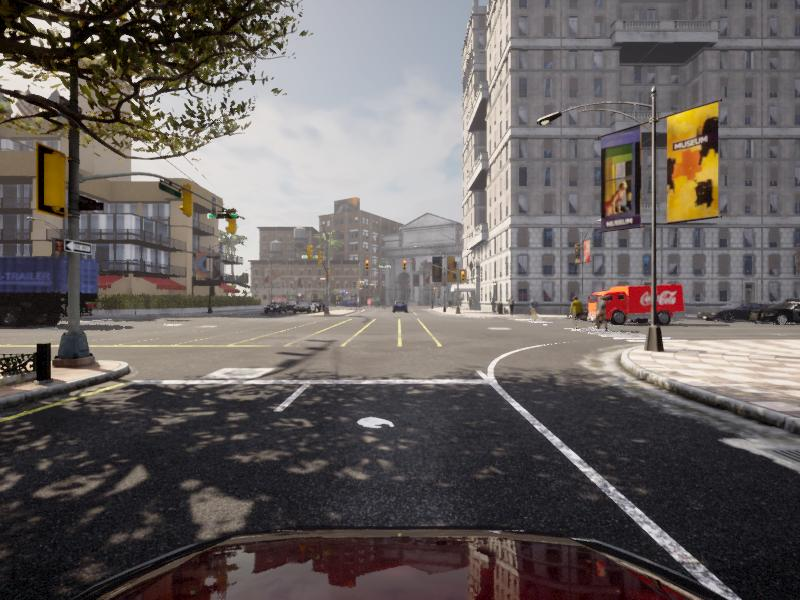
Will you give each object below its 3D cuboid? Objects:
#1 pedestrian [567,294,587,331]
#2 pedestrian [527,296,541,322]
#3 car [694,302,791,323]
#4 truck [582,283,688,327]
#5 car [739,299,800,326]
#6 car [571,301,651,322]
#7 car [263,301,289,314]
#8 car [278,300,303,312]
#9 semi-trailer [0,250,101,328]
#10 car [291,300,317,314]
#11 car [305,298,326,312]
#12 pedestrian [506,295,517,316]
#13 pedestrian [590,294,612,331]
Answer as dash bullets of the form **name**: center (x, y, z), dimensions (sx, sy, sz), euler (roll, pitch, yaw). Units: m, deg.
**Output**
- **pedestrian**: center (9.147, 0.639, 20.719), dimensions (0.751, 1.860, 0.751), euler (0, 0, 3)
- **pedestrian**: center (9.599, 0.637, 28.653), dimensions (0.751, 1.860, 0.751), euler (0, 0, 5)
- **car**: center (24.990, 0.894, 29.328), dimensions (5.357, 1.411, 2.033), euler (0, 0, 0)
- **truck**: center (14.948, 0.324, 25.774), dimensions (5.204, 2.467, 2.627), euler (-2, 0, 0)
- **car**: center (25.306, 0.770, 25.825), dimensions (5.238, 1.638, 1.930), euler (0, 0, 0)
- **car**: center (15.356, 0.844, 29.280), dimensions (4.892, 1.490, 1.837), euler (0, 0, 0)
- **car**: center (-14.984, 0.852, 48.417), dimensions (1.970, 1.475, 3.806), euler (0, 0, 0)
- **car**: center (-14.985, 0.770, 55.106), dimensions (1.930, 1.638, 5.238), euler (0, 0, 0)
- **semi-trailer**: center (-26.245, -0.623, 24.847), dimensions (14.254, 4.402, 2.717), euler (0, 0, 6)
- **car**: center (-11.489, 0.825, 48.237), dimensions (2.038, 1.542, 4.974), euler (0, 0, 0)
- **car**: center (-11.485, 0.651, 54.488), dimensions (1.932, 1.855, 4.605), euler (0, 0, 0)
- **pedestrian**: center (9.910, 0.484, 35.497), dimensions (0.751, 1.860, 0.751), euler (0, 0, -2)
- **pedestrian**: center (10.378, 0.637, 20.691), dimensions (0.751, 1.860, 0.751), euler (0, 0, -3)
